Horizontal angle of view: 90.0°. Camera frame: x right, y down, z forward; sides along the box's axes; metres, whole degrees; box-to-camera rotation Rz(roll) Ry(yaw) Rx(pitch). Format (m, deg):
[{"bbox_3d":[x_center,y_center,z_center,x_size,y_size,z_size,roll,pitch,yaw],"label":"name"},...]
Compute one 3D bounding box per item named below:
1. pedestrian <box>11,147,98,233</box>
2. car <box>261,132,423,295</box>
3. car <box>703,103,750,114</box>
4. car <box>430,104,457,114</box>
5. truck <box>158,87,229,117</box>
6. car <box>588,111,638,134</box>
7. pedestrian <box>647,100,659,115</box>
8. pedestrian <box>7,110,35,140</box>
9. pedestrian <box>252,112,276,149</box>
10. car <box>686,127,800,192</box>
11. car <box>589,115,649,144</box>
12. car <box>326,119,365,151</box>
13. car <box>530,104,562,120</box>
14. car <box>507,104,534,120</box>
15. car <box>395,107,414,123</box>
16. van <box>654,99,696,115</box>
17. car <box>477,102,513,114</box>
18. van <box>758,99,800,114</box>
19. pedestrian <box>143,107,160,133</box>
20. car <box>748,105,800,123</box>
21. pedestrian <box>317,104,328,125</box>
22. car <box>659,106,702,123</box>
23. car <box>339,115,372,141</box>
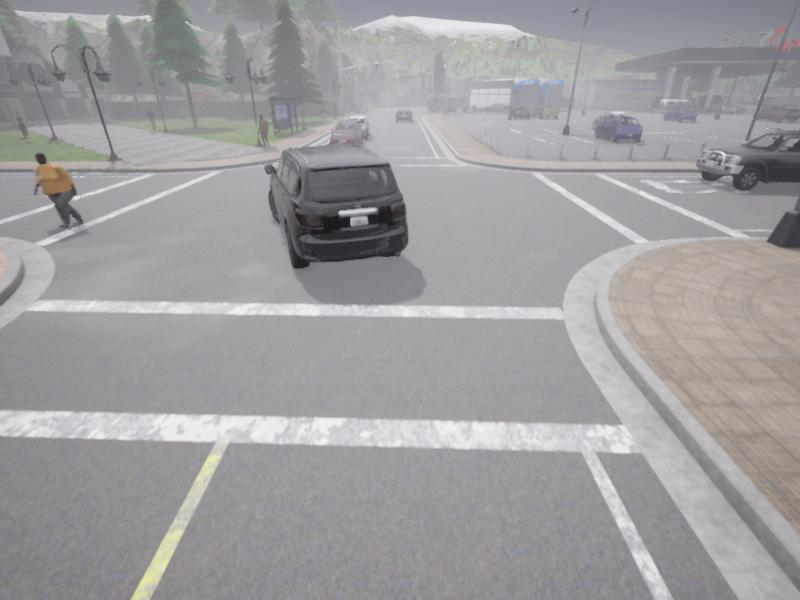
[{"bbox_3d":[-8.172,-2.611,9.557,0.751,1.860,0.751,0,27,1],"label":"pedestrian"},{"bbox_3d":[-1.610,-2.358,8.867,2.150,2.045,5.566,-10,29,-18],"label":"car"},{"bbox_3d":[49.036,-28.786,60.106,4.974,1.542,2.038,1,27,1],"label":"car"},{"bbox_3d":[6.956,-30.716,64.258,4.193,1.474,1.816,1,27,1],"label":"car"},{"bbox_3d":[-30.905,-29.863,60.330,8.468,3.827,2.891,-4,28,-8],"label":"truck"},{"bbox_3d":[17.353,-14.597,32.762,1.970,1.475,3.806,0,27,1],"label":"car"},{"bbox_3d":[35.649,-27.194,56.449,0.751,1.860,0.751,0,27,1],"label":"pedestrian"},{"bbox_3d":[-26.769,-12.393,28.288,0.751,1.860,0.751,18,33,32],"label":"pedestrian"},{"bbox_3d":[-7.664,-9.558,22.572,0.751,1.860,0.751,3,28,7],"label":"pedestrian"},{"bbox_3d":[13.144,-4.907,13.866,4.605,1.855,1.932,0,27,1],"label":"car"},{"bbox_3d":[14.228,-11.215,26.224,1.845,1.501,3.633,0,27,1],"label":"car"},{"bbox_3d":[-3.247,-10.191,24.585,1.789,1.549,3.705,0,27,1],"label":"car"},{"bbox_3d":[17.866,-23.221,49.309,2.152,1.636,5.027,0,27,1],"label":"car"},{"bbox_3d":[14.729,-23.207,49.326,2.007,1.523,4.514,0,27,1],"label":"car"},{"bbox_3d":[0.499,-21.718,46.916,2.163,1.488,4.792,0,27,1],"label":"car"},{"bbox_3d":[41.303,-29.051,60.192,4.480,2.038,2.069,1,27,1],"label":"van"},{"bbox_3d":[15.117,-30.715,64.026,5.238,1.638,1.930,1,27,1],"label":"car"},{"bbox_3d":[56.911,-28.893,59.825,4.442,1.987,1.775,1,27,1],"label":"van"},{"bbox_3d":[-20.168,-14.664,32.528,0.751,1.860,0.751,-14,30,-25],"label":"pedestrian"},{"bbox_3d":[39.549,-19.572,42.029,2.007,1.523,4.514,0,27,1],"label":"car"},{"bbox_3d":[-7.851,-18.950,40.831,0.751,1.860,0.751,3,28,7],"label":"pedestrian"},{"bbox_3d":[29.559,-19.632,42.265,1.845,1.501,3.633,0,27,1],"label":"car"},{"bbox_3d":[-3.192,-12.775,29.661,1.970,1.475,3.806,0,27,1],"label":"car"}]
